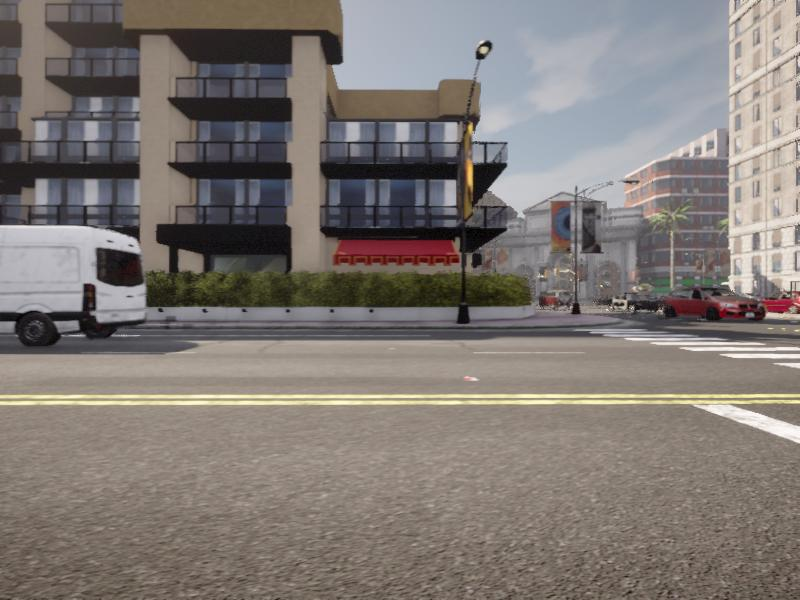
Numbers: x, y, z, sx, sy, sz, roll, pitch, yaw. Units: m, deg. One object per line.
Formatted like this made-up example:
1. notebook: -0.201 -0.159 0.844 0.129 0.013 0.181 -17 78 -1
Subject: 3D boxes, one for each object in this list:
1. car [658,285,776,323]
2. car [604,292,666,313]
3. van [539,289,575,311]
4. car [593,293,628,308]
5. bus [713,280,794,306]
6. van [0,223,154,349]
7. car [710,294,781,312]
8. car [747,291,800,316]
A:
1. car: 15.501 0.174 19.995 2.242 1.667 4.611 0 0 0
2. car: 18.927 0.190 32.586 1.930 1.638 5.238 0 0 0
3. van: 15.398 0.014 39.521 1.775 1.987 4.442 0 0 0
4. car: 26.754 0.080 51.114 1.932 1.855 4.605 0 0 -2
5. bus: 59.369 -1.074 67.404 10.273 4.253 3.944 0 0 0
6. van: -9.209 -0.290 9.143 5.915 2.561 1.988 0 0 -1
7. car: 30.415 0.259 35.465 2.038 1.542 4.974 0 0 0
8. car: 26.949 0.217 27.973 1.851 1.617 3.988 0 0 0
